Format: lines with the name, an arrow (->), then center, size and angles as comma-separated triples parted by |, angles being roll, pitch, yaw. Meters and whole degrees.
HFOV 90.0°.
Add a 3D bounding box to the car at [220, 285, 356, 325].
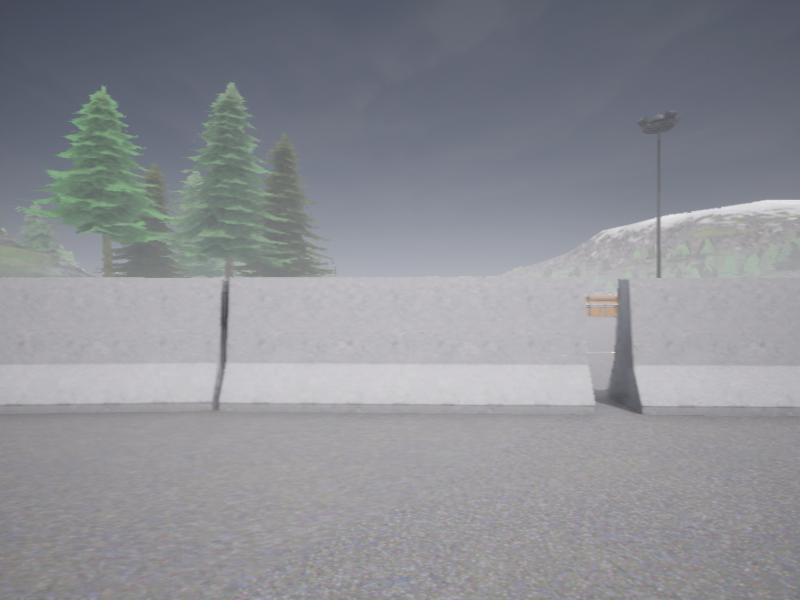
car -> -4.372, 0.197, 16.246 | 5.008, 1.535, 1.882 | 0, 0, -2
